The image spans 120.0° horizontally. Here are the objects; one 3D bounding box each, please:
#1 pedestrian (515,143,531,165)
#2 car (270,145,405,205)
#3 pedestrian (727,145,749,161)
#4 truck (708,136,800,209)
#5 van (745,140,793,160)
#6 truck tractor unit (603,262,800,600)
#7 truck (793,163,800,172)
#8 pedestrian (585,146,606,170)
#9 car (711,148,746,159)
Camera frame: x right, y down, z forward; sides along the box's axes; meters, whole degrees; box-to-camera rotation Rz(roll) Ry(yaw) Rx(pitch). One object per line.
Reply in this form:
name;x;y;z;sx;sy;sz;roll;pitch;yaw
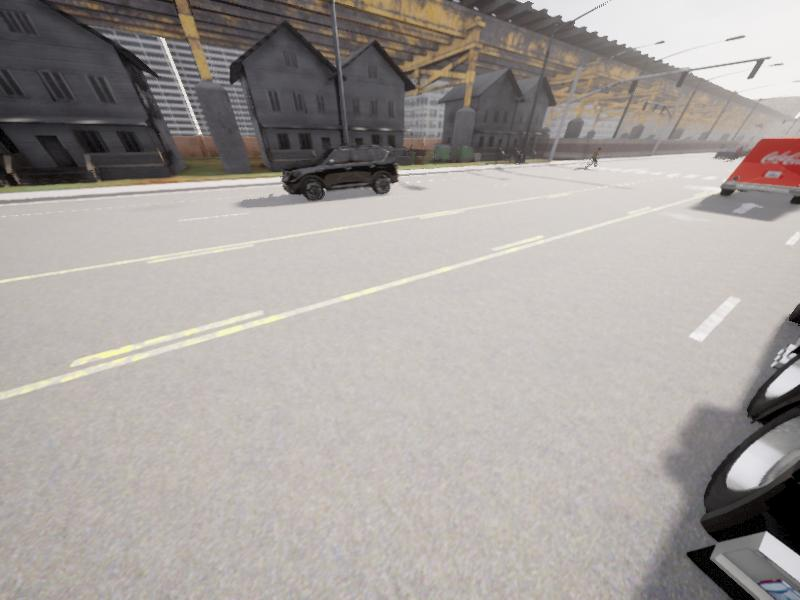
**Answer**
pedestrian;12.706;-15.103;23.890;0.751;1.860;0.751;-12;37;-17
car;-2.704;-6.140;11.014;5.566;2.045;2.150;-18;39;-24
pedestrian;46.516;-20.213;31.801;0.751;1.860;0.751;-15;38;-21
truck;18.207;-6.162;10.862;5.204;2.467;2.627;-18;39;-24
van;57.284;-23.281;35.852;6.366;2.431;2.351;-18;39;-24
truck tractor unit;5.106;-0.306;0.788;6.516;4.208;3.053;-18;39;-24
truck;38.609;-11.816;19.169;2.627;2.467;5.204;4;35;7
pedestrian;18.455;-13.435;21.810;0.751;1.860;0.751;-26;42;-32
car;53.912;-24.075;37.868;5.357;1.411;2.033;-18;39;-24
